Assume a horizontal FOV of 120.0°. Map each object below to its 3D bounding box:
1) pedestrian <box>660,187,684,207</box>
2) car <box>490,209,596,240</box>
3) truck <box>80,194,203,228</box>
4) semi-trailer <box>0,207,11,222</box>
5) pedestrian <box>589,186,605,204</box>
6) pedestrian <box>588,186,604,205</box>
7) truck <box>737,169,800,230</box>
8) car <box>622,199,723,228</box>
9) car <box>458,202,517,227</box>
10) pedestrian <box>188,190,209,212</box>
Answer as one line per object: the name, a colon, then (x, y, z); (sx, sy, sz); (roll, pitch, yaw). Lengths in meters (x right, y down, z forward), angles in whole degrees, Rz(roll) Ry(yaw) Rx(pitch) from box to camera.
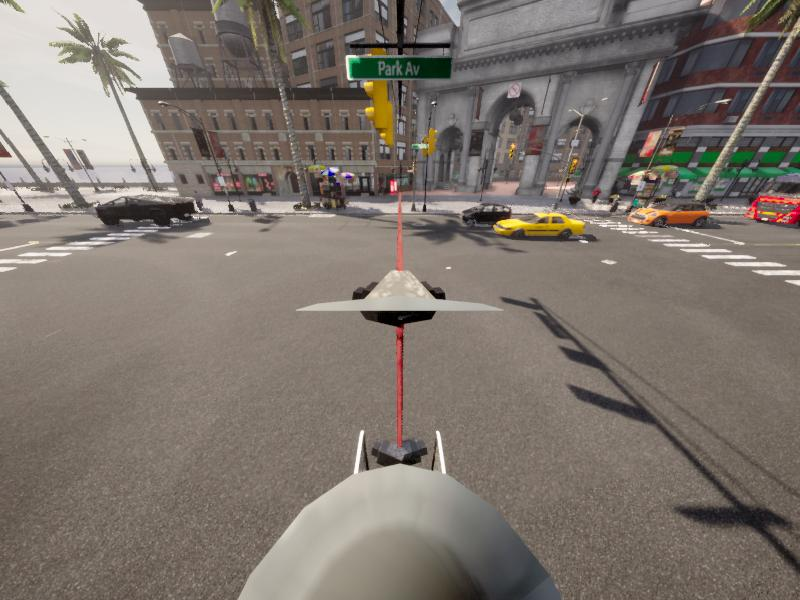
pedestrian: (29.742, -11.256, 25.288); (0.751, 1.860, 0.751); (-4, 30, -7)
car: (8.965, -4.894, 14.903); (5.366, 1.575, 1.801); (0, 30, 0)
truck: (-19.895, -7.059, 18.133); (6.274, 2.098, 2.390); (1, 30, 2)
semi-trailer: (-40.736, -8.180, 17.753); (14.254, 4.402, 2.717); (0, 30, 1)
pedestrian: (23.189, -12.345, 27.181); (0.751, 1.860, 0.751); (25, 38, 36)
pedestrian: (22.569, -12.034, 26.636); (0.751, 1.860, 0.751); (26, 39, 37)
truck: (32.670, -7.516, 17.199); (8.468, 3.827, 2.891); (1, 30, 1)
car: (20.771, -6.715, 17.841); (4.553, 1.767, 2.097); (0, 30, 1)
car: (6.693, -6.691, 18.040); (3.705, 1.549, 1.789); (0, 30, 1)
pedestrian: (-19.752, -9.750, 22.680); (0.751, 1.860, 0.751); (10, 31, 16)
